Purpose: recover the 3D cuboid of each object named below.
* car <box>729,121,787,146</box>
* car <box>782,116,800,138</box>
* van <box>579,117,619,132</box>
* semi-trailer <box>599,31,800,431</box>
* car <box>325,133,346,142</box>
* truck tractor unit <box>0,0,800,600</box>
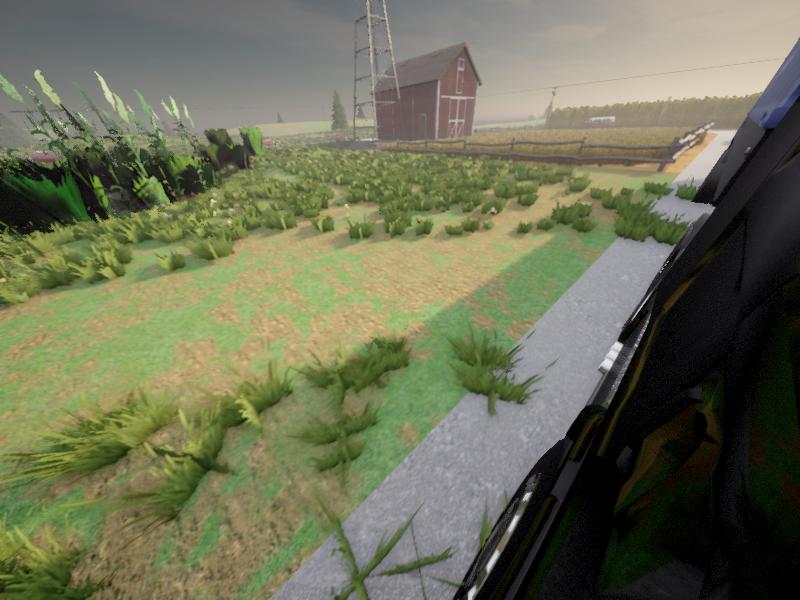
[{"bbox_3d":[27.691,-12.980,17.991,4.718,1.301,1.895,-29,44,-30],"label":"car"},{"bbox_3d":[36.145,-15.291,20.346,3.806,1.475,1.970,-29,44,-30],"label":"car"},{"bbox_3d":[34.952,-30.848,40.662,2.069,2.038,4.480,-29,44,-30],"label":"van"},{"bbox_3d":[8.635,-3.660,4.272,14.254,4.402,2.717,-29,44,-30],"label":"semi-trailer"},{"bbox_3d":[-14.742,-37.099,52.800,3.806,1.475,1.970,-25,42,-26],"label":"car"},{"bbox_3d":[2.645,-0.295,0.351,6.516,4.208,3.053,-28,44,-30],"label":"truck tractor unit"}]
